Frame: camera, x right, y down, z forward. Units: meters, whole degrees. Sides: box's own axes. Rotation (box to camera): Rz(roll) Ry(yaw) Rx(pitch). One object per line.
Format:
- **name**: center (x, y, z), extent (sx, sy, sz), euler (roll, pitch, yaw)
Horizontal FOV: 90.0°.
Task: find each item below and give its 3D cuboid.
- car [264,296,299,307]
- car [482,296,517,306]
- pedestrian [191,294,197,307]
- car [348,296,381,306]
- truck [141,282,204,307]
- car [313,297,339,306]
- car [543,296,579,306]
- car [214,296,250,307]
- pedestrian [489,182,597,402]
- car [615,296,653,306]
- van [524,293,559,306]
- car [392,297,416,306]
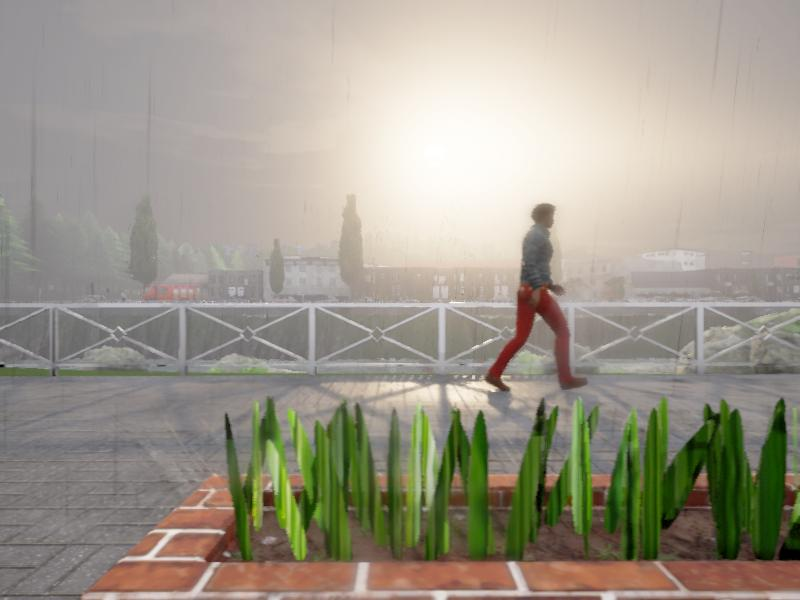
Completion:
- **car**: center (-19.022, 0.209, 64.337), extent (5.027, 1.651, 2.152), euler (0, 0, 0)
- **car**: center (15.988, 0.146, 64.371), extent (5.238, 1.638, 1.930), euler (0, 0, 0)
- **pedestrian**: center (-31.666, 0.085, 61.470), extent (0.751, 1.860, 0.751), euler (0, 0, -22)
- **car**: center (-5.673, 0.179, 64.354), extent (5.238, 1.638, 1.930), euler (0, 0, 0)
- **truck**: center (-36.495, -0.866, 64.320), extent (8.468, 3.827, 2.891), euler (0, 0, 0)
- **car**: center (-11.874, 0.271, 64.342), extent (3.806, 1.475, 1.970), euler (0, 0, 0)
- **car**: center (25.865, 0.137, 64.386), extent (4.856, 1.649, 2.033), euler (0, 0, 0)
- **car**: center (-27.003, 0.219, 64.332), extent (4.856, 1.649, 2.033), euler (0, 0, 0)
- **pedestrian**: center (1.298, -0.068, 3.773), extent (0.751, 1.860, 0.751), euler (0, 0, 0)
- **car**: center (37.675, 0.139, 64.406), extent (4.974, 1.542, 2.038), euler (0, 0, 0)
- **van**: center (21.350, -0.061, 60.387), extent (4.480, 2.038, 2.069), euler (0, 0, 0)
- **car**: center (0.592, 0.252, 64.358), extent (3.806, 1.475, 1.970), euler (0, 0, 0)
